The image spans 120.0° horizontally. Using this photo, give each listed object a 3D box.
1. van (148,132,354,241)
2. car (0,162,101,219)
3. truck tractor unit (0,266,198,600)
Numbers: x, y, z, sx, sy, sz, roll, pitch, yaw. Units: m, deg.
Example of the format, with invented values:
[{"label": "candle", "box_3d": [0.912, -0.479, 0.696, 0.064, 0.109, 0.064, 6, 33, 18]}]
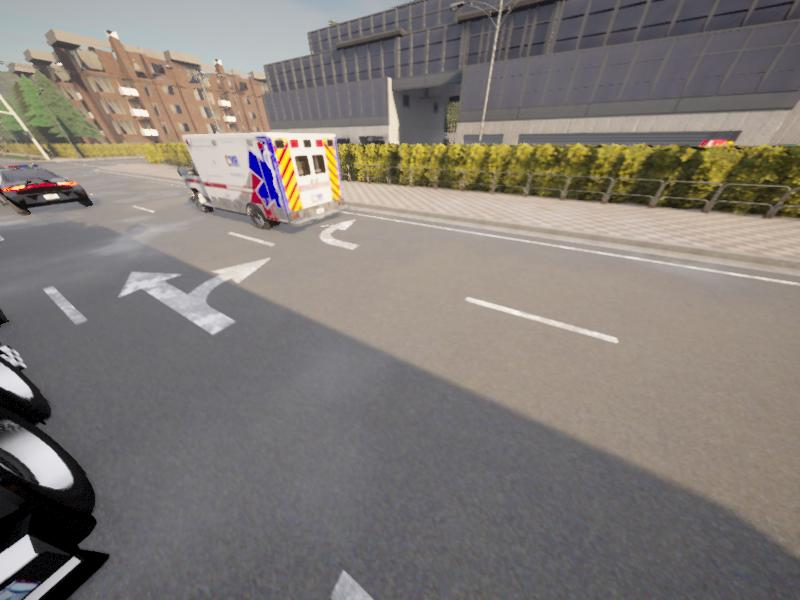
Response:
[{"label": "van", "box_3d": [-4.951, -4.107, 7.840, 6.366, 2.431, 2.351, 18, 39, 24]}, {"label": "car", "box_3d": [-15.369, -4.760, 9.667, 4.974, 1.542, 2.038, 17, 39, 24]}, {"label": "truck tractor unit", "box_3d": [-5.119, -0.291, 0.776, 6.516, 4.208, 3.053, 18, 39, 24]}]
